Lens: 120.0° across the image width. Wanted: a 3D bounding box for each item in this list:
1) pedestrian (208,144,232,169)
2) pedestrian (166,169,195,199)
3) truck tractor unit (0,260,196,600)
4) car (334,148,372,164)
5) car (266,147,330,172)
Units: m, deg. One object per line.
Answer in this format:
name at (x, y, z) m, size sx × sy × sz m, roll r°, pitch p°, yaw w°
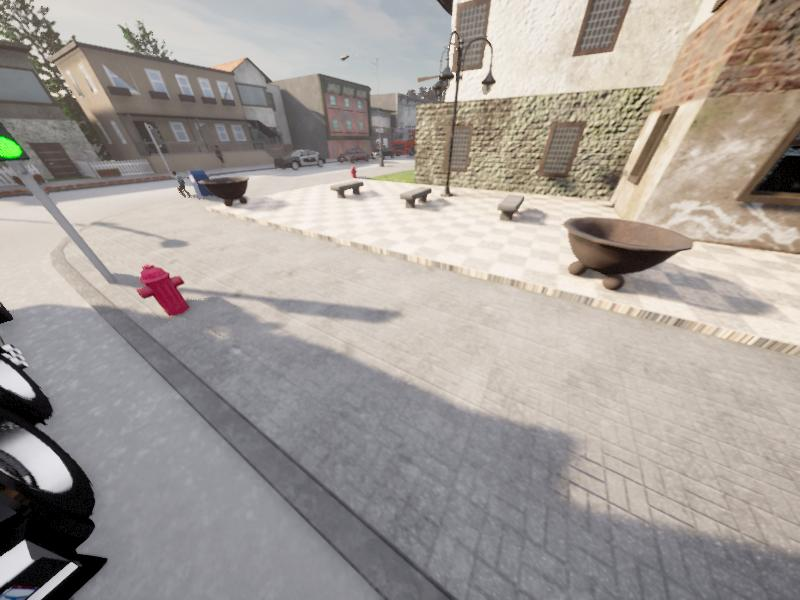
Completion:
pedestrian at (-16.027, -12.784, 20.596) m, size 0.751 × 1.860 × 0.751 m, roll 4°, pitch 35°, yaw 6°
pedestrian at (-9.690, -5.144, 10.244) m, size 0.500 × 1.100 × 0.500 m, roll -20°, pitch 40°, yaw -26°
truck tractor unit at (-5.101, -0.311, 0.784) m, size 6.516 × 4.208 × 3.053 m, roll 19°, pitch 39°, yaw 24°
car at (-5.432, -16.920, 27.082) m, size 1.994 × 1.385 × 4.181 m, roll 19°, pitch 39°, yaw 25°
car at (-9.354, -13.312, 21.710) m, size 1.930 × 1.638 × 5.238 m, roll 18°, pitch 39°, yaw 24°
